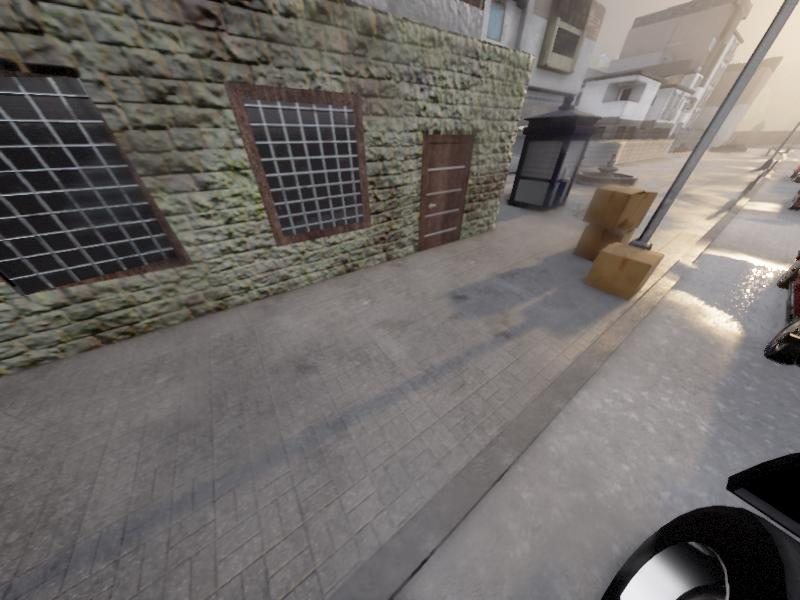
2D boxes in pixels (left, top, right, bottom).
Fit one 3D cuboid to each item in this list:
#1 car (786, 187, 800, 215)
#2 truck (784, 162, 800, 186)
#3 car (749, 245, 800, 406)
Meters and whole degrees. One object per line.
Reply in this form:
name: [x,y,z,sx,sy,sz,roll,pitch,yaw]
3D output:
car: [16.039,-3.869,8.141,4.181,1.385,1.994,-22,41,-28]
truck: [24.789,-7.861,12.789,5.204,2.467,2.627,-23,41,-27]
car: [6.378,0.070,2.683,4.718,1.301,1.895,-22,40,-28]
